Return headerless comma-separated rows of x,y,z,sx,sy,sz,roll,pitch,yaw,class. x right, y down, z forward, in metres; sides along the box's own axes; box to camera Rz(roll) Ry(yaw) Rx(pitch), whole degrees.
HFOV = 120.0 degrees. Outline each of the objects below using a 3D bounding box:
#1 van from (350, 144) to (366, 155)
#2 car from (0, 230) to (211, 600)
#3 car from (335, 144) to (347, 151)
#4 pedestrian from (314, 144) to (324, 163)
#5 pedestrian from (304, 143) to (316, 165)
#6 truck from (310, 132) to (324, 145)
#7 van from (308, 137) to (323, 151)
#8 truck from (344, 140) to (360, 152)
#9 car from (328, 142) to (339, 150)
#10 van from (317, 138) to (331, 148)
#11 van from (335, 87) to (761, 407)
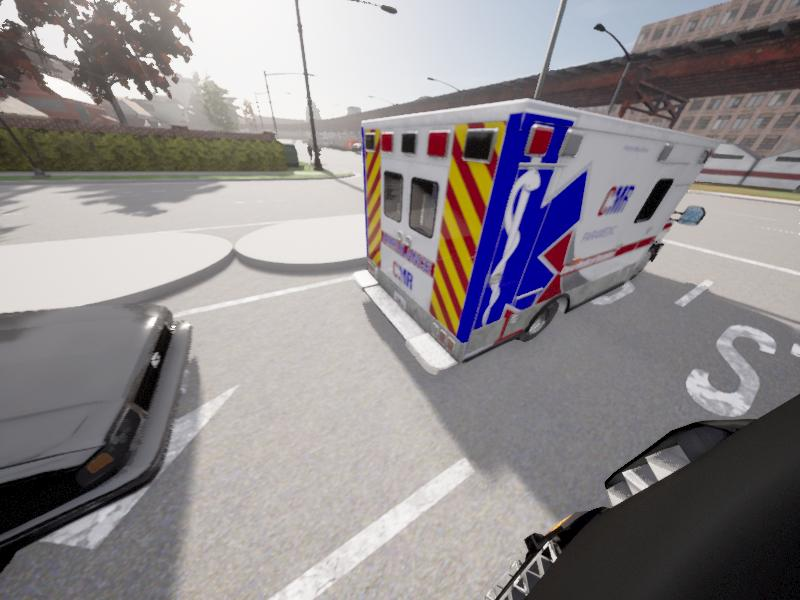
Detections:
-9.712,-35.165,53.819,2.069,2.038,4.480,-15,37,-26,van
-4.267,1.063,0.756,5.357,1.411,2.033,-16,38,-26,car
-16.018,-41.456,62.741,1.789,1.549,3.705,-16,39,-26,car
-9.616,-17.373,27.357,0.751,1.860,0.751,-14,37,-24,pedestrian
-9.466,-15.415,24.420,0.751,1.860,0.751,-16,38,-26,pedestrian
-33.081,-64.224,91.990,2.891,3.827,8.468,-16,39,-26,truck
-21.597,-39.686,58.750,1.988,2.561,5.915,-16,39,-26,van
-13.336,-43.069,64.537,2.627,2.467,5.204,-16,39,-26,truck
-19.509,-45.090,67.652,1.789,1.549,3.705,-16,39,-26,car
-24.590,-50.761,74.590,2.351,2.431,6.366,-16,39,-26,van
2.540,-1.291,3.911,6.366,2.431,2.351,-16,38,-26,van
